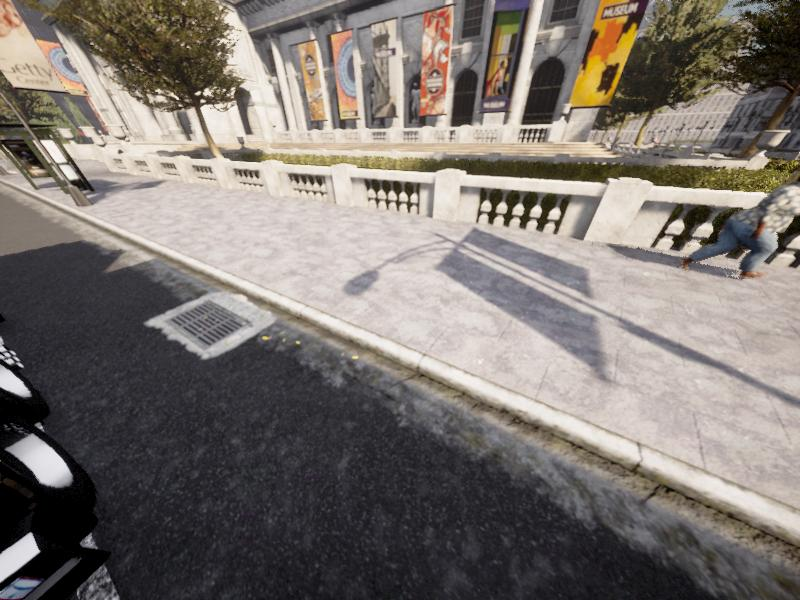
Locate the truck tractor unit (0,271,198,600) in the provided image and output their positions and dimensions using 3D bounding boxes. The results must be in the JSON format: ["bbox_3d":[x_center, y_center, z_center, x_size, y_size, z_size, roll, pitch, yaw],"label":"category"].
[{"bbox_3d":[-5.118,-0.295,0.759,6.516,4.208,3.053,18,39,24],"label":"truck tractor unit"}]

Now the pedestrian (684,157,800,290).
[{"bbox_3d":[5.944,-1.240,3.820,0.751,1.860,0.751,25,42,31],"label":"pedestrian"}]
